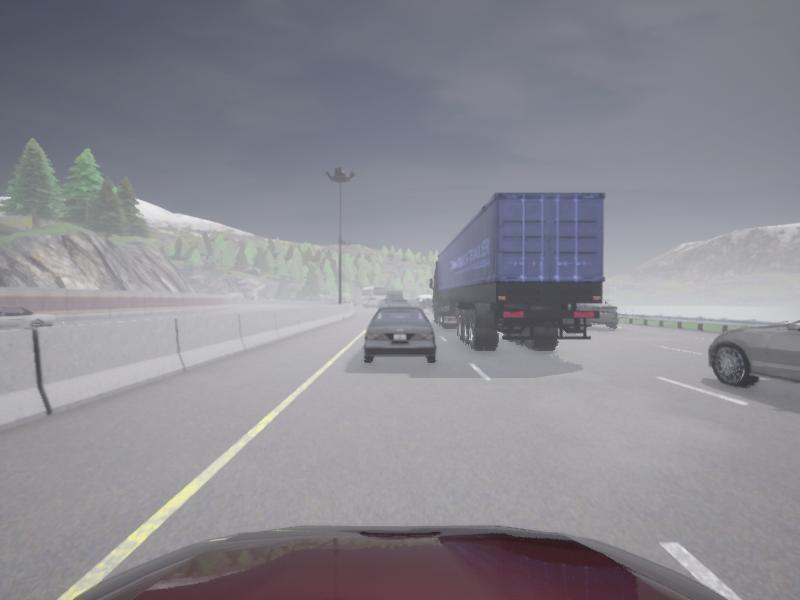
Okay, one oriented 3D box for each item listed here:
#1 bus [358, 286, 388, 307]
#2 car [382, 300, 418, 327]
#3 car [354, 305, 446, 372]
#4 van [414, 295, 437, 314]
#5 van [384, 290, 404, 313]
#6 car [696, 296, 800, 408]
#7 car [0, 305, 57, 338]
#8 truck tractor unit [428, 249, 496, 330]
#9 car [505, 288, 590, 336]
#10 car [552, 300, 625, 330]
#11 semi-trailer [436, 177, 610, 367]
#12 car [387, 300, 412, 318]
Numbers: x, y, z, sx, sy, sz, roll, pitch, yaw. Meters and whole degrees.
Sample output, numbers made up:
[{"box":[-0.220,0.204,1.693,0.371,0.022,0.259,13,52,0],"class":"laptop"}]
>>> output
[{"box":[-5.915,-0.685,86.251,3.944,4.253,10.273,0,0,-19],"class":"bus"},{"box":[-0.006,0.781,25.609,2.038,1.542,4.974,0,0,0],"class":"car"},{"box":[-0.002,0.875,11.487,2.033,1.411,5.357,0,0,0],"class":"car"},{"box":[2.850,0.489,46.233,2.069,2.038,4.480,0,0,-4],"class":"van"},{"box":[-0.755,0.236,47.369,1.988,2.561,5.915,0,-1,-5],"class":"van"},{"box":[6.997,0.771,5.494,2.152,1.651,5.027,0,0,0],"class":"car"},{"box":[-17.493,0.914,16.949,1.895,1.301,4.718,0,0,0],"class":"car"},{"box":[3.495,-0.561,24.306,3.053,4.208,6.516,0,0,0],"class":"truck tractor unit"},{"box":[6.995,0.533,19.808,2.150,2.045,5.566,0,0,0],"class":"car"},{"box":[10.493,0.789,22.704,2.007,1.525,4.514,0,0,0],"class":"car"},{"box":[3.497,-0.647,16.389,2.717,4.402,14.254,0,0,0],"class":"semi-trailer"},{"box":[-0.096,0.762,35.664,2.038,1.542,4.974,0,0,-1],"class":"car"}]
